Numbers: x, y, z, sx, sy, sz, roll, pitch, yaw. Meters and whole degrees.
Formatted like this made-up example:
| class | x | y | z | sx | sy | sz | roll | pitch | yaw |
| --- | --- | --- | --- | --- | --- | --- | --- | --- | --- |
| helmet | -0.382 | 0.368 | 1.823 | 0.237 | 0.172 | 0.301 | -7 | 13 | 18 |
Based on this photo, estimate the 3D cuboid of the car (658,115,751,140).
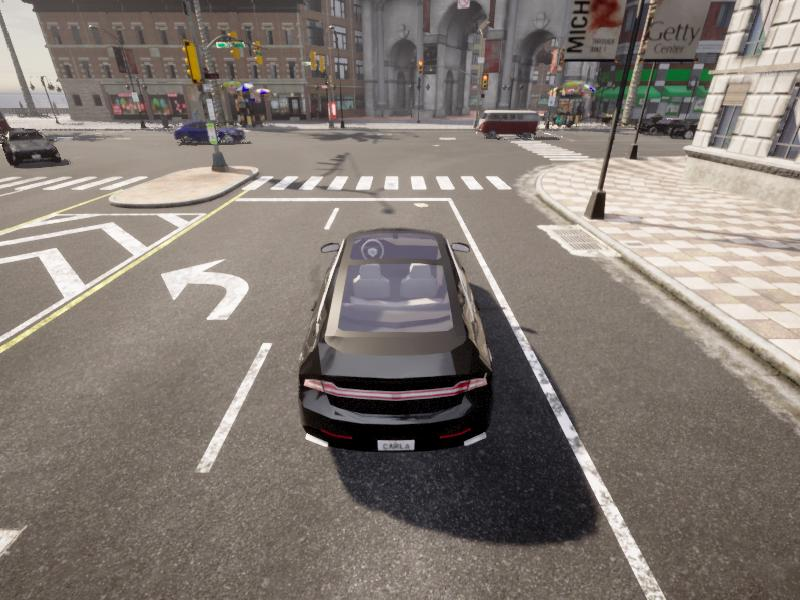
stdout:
| class | x | y | z | sx | sy | sz | roll | pitch | yaw |
| --- | --- | --- | --- | --- | --- | --- | --- | --- | --- |
| car | 23.102 | -13.187 | 30.508 | 5.238 | 1.638 | 1.930 | 0 | 27 | 0 |

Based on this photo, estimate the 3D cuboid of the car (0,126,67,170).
| class | x | y | z | sx | sy | sz | roll | pitch | yaw |
| --- | --- | --- | --- | --- | --- | --- | --- | --- | --- |
| car | -18.410 | -7.633 | 19.818 | 2.007 | 1.525 | 4.514 | -24 | 36 | -39 |

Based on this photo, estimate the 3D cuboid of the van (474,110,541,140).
| class | x | y | z | sx | sy | sz | roll | pitch | yaw |
| --- | --- | --- | --- | --- | --- | --- | --- | --- | --- |
| van | 8.075 | -13.339 | 30.428 | 4.442 | 1.987 | 1.775 | 0 | 27 | 0 |

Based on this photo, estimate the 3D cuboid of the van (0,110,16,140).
| class | x | y | z | sx | sy | sz | roll | pitch | yaw |
| --- | --- | --- | --- | --- | --- | --- | --- | --- | --- |
| van | -32.542 | -13.305 | 30.365 | 4.442 | 1.987 | 1.775 | 0 | 27 | 0 |

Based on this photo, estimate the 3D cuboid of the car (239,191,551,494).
| class | x | y | z | sx | sy | sz | roll | pitch | yaw |
| --- | --- | --- | --- | --- | --- | --- | --- | --- | --- |
| car | -0.056 | -0.145 | 5.248 | 2.128 | 1.511 | 4.902 | 0 | 27 | -1 |

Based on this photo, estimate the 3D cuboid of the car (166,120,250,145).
| class | x | y | z | sx | sy | sz | roll | pitch | yaw |
| --- | --- | --- | --- | --- | --- | --- | --- | --- | --- |
| car | -13.029 | -11.483 | 27.408 | 4.674 | 1.442 | 1.812 | 0 | 27 | 0 |

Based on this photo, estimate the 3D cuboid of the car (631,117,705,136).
| class | x | y | z | sx | sy | sz | roll | pitch | yaw |
| --- | --- | --- | --- | --- | --- | --- | --- | --- | --- |
| car | 22.497 | -14.634 | 33.704 | 4.718 | 1.301 | 1.895 | 0 | 27 | 1 |
